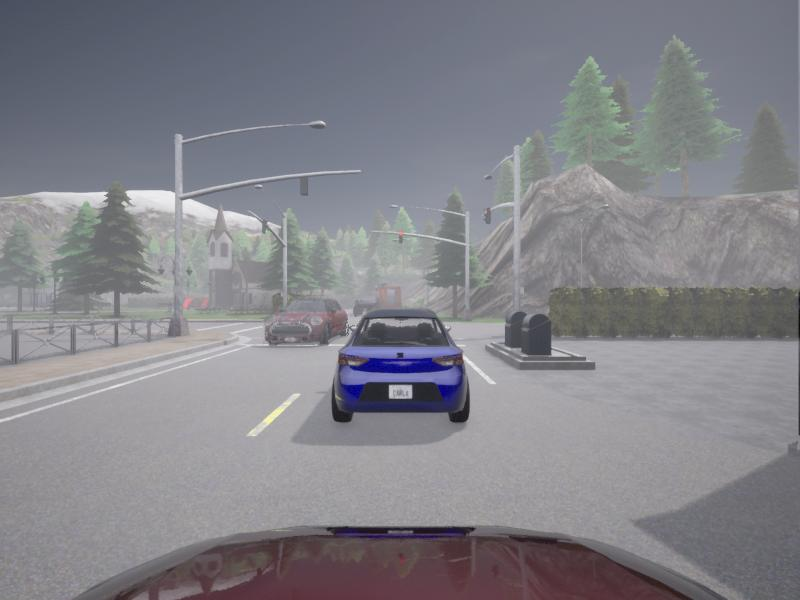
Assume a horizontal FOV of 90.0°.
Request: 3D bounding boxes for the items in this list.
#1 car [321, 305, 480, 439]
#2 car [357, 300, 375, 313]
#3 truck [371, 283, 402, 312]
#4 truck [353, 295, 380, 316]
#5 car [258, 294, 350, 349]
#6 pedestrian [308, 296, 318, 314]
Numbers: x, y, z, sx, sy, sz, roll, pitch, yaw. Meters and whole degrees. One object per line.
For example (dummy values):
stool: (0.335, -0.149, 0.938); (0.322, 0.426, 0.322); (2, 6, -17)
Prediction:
car: (0.012, 0.854, 6.661); (1.816, 1.474, 4.193); (0, 0, 0)
car: (-4.307, 0.771, 50.661); (1.930, 1.638, 5.238); (0, 0, -9)
truck: (-2.058, -0.321, 56.357); (2.891, 3.827, 8.468); (0, 0, -12)
truck: (-3.439, 0.542, 42.504); (2.390, 2.098, 6.274); (0, 0, 0)
car: (-3.409, 0.695, 15.277); (2.097, 1.767, 4.553); (0, 0, 5)
pedestrian: (-9.227, 0.499, 42.408); (0.751, 1.860, 0.751); (0, 0, 6)
